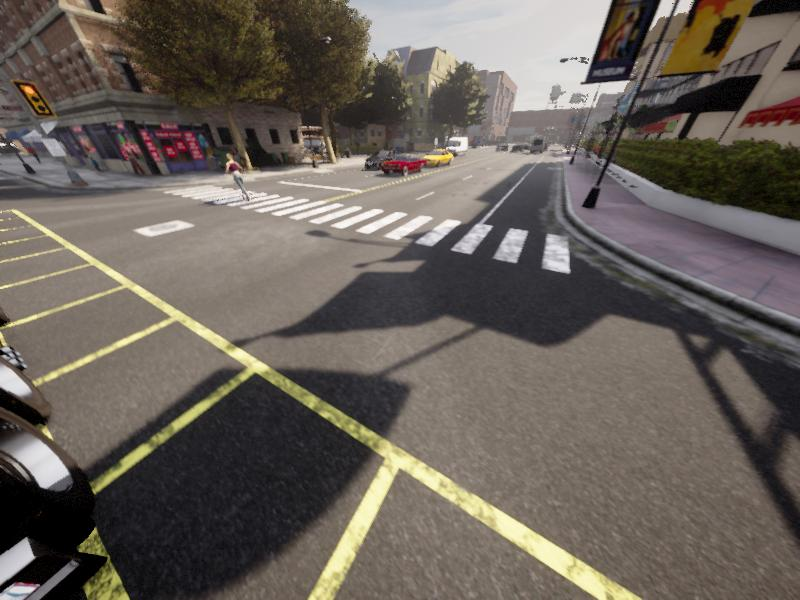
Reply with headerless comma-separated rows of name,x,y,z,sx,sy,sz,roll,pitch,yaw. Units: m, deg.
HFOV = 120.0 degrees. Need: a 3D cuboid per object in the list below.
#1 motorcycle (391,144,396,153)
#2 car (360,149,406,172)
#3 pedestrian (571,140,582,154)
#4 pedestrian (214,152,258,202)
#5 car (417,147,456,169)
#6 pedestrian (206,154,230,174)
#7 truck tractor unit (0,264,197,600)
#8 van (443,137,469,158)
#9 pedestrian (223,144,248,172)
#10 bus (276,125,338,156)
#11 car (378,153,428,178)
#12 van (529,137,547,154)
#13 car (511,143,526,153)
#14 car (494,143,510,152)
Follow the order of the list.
motorcycle,-1.262,-29.491,45.070,0.764,1.277,2.356,-9,34,6
car,-1.436,-13.180,21.667,1.837,1.490,4.892,18,38,24
pedestrian,29.075,-25.253,38.093,0.751,1.860,0.751,-27,43,-33
pedestrian,-7.174,-5.416,10.196,0.751,1.860,0.751,18,39,24
car,3.785,-14.445,23.357,1.801,1.575,5.366,18,39,24
pedestrian,-13.839,-10.384,17.628,0.751,1.300,0.751,10,36,15
truck tractor unit,-5.112,-0.299,0.785,6.516,4.208,3.053,18,39,24
van,8.815,-23.970,36.162,1.988,2.561,5.915,18,39,24
pedestrian,-13.272,-11.461,18.680,0.751,1.860,0.751,16,38,22
bus,-17.116,-29.364,42.674,10.273,4.253,3.944,18,39,24
car,0.380,-10.887,18.524,1.895,1.301,4.718,18,39,24
van,26.191,-29.371,43.761,1.988,2.561,5.915,18,39,24
car,23.731,-30.508,46.326,1.837,1.490,4.892,18,38,24
car,21.988,-32.800,49.628,2.128,1.511,4.902,18,39,24
